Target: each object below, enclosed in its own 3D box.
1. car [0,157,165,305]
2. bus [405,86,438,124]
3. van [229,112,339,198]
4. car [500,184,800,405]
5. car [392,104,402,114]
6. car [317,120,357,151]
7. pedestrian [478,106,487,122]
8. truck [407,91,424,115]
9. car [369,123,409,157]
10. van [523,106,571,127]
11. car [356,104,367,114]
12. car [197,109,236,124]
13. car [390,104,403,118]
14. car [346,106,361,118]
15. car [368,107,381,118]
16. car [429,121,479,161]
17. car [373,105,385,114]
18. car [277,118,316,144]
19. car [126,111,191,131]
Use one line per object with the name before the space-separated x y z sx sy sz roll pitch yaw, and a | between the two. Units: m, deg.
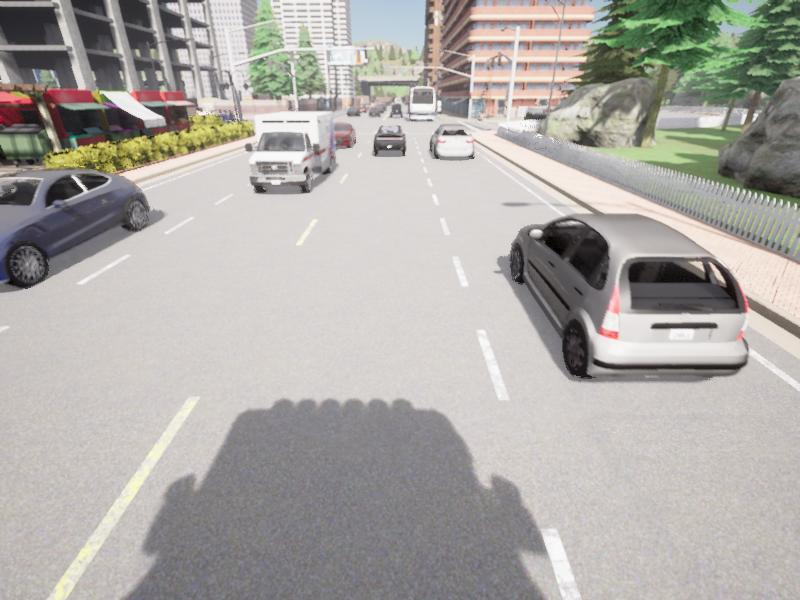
car | -7.581 -1.794 8.444 2.152 1.651 5.027 0 27 0
bus | 2.809 -27.403 55.813 3.944 4.253 10.273 0 29 0
van | -4.081 -5.933 15.672 2.351 2.431 6.366 0 27 0
car | 2.921 -0.468 5.842 1.851 1.617 3.988 0 27 0
car | -0.560 -37.567 78.708 1.801 1.575 5.366 0 27 0
car | -4.076 -11.153 26.894 1.882 1.535 5.008 0 27 0
pedestrian | 10.592 -23.892 51.332 0.751 1.860 0.751 -5 27 -9
truck | 2.944 -37.847 76.730 2.891 3.827 8.468 0 27 0
car | -0.576 -9.673 24.010 2.128 1.511 4.902 0 27 0
van | 15.995 -20.025 43.653 4.442 1.987 1.775 -5 27 -10
car | -7.562 -37.449 78.501 1.851 1.617 3.988 0 27 0
car | -22.324 -22.406 48.874 3.705 1.549 1.789 0 27 -1
car | -0.564 -30.042 63.583 1.905 1.878 3.866 0 27 0
car | -7.564 -30.714 65.279 1.882 1.535 5.008 0 27 0
car | -4.064 -30.109 64.121 1.837 1.490 4.892 0 27 0
car | 2.923 -9.166 22.838 2.242 1.667 4.611 0 27 0
car | -4.062 -37.015 77.777 2.033 1.411 5.357 0 27 0
car | -7.575 -12.515 29.583 1.845 1.501 3.633 0 27 0
car | -23.700 -17.670 39.493 4.856 1.649 2.033 0 27 0
